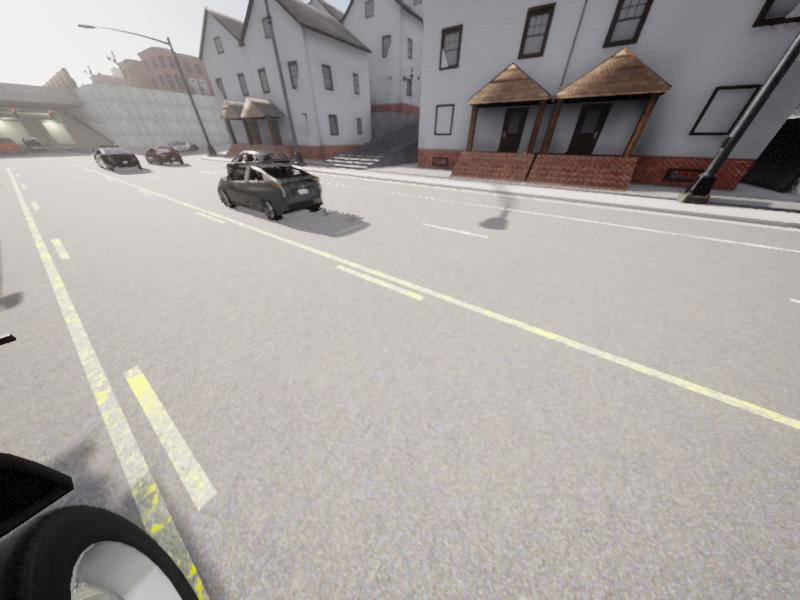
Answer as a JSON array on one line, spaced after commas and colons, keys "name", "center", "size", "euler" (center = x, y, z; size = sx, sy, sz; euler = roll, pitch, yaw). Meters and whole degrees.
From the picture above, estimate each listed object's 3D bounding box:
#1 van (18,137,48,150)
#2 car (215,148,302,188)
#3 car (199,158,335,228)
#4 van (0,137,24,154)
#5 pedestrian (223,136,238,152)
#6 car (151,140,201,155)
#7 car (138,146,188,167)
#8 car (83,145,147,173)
[{"name": "van", "center": [-70.751, -30.185, 44.496], "size": [4.480, 2.038, 2.069], "euler": [22, 40, 26]}, {"name": "car", "center": [-8.449, -8.041, 13.838], "size": [4.611, 1.667, 2.242], "euler": [22, 41, 28]}, {"name": "car", "center": [-4.778, -4.050, 8.318], "size": [4.514, 1.525, 2.007], "euler": [22, 41, 28]}, {"name": "van", "center": [-60.554, -23.828, 35.582], "size": [4.442, 1.987, 1.775], "euler": [21, 40, 27]}, {"name": "pedestrian", "center": [-23.256, -21.409, 31.732], "size": [0.751, 1.860, 0.751], "euler": [10, 36, 13]}, {"name": "car", "center": [-34.162, -23.397, 35.391], "size": [2.038, 1.542, 4.974], "euler": [23, 45, 28]}, {"name": "car", "center": [-22.735, -13.842, 22.167], "size": [4.674, 1.442, 1.812], "euler": [21, 40, 27]}, {"name": "car", "center": [-23.138, -11.556, 18.740], "size": [5.238, 1.638, 1.930], "euler": [22, 40, 28]}]
